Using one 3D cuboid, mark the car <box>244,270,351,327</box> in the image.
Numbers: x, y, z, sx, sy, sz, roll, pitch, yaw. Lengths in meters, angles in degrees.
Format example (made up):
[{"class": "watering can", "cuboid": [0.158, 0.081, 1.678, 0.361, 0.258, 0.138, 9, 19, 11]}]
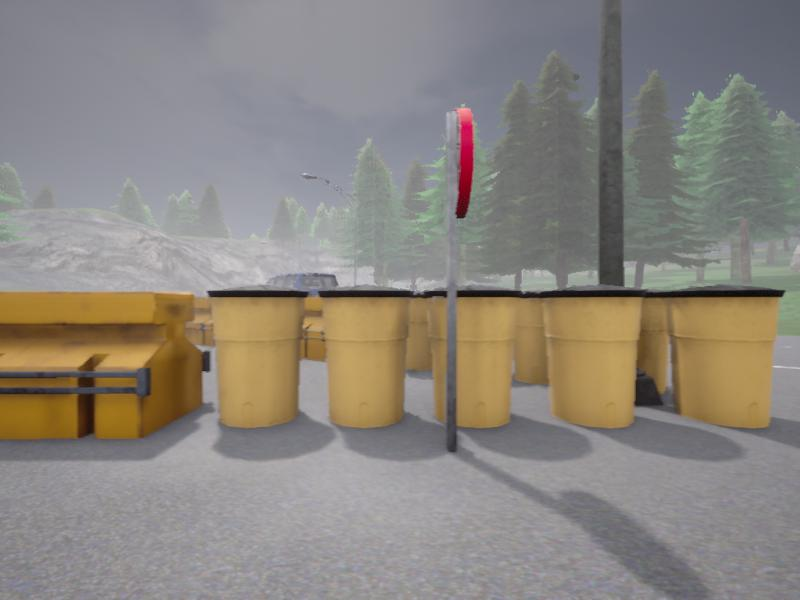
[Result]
[{"class": "car", "cuboid": [-4.616, -0.032, 17.237, 2.150, 2.045, 5.566, 0, 0, -42]}]
